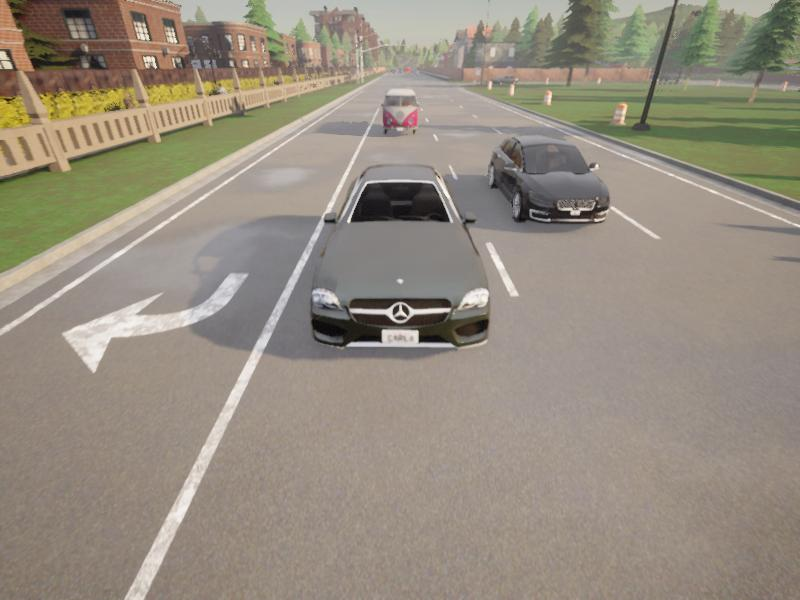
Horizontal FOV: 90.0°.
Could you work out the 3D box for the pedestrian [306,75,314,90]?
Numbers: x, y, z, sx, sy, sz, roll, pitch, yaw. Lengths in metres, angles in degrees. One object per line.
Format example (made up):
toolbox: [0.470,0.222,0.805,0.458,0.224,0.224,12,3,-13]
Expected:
pedestrian: [-12.142,-29.458,54.185,0.751,1.860,0.751,0,30,0]

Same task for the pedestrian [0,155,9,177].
pedestrian: [-12.334,-4.468,11.447,0.751,1.860,0.751,1,30,1]

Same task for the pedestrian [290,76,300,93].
pedestrian: [-12.817,-26.342,48.859,0.751,1.860,0.751,0,30,0]

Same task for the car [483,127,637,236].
car: [3.504,-3.183,9.969,1.837,1.490,4.892,0,30,0]

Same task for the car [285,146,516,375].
car: [0.002,-1.123,6.317,2.152,1.651,5.027,0,30,0]

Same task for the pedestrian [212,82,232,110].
pedestrian: [-13.190,-15.147,29.706,0.751,1.860,0.751,0,30,-1]

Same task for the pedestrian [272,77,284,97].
pedestrian: [-13.064,-22.837,42.866,0.751,1.860,0.751,0,30,0]

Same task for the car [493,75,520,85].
car: [20.261,-41.939,76.279,4.514,1.525,2.007,-7,31,-12]

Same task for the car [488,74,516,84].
car: [20.255,-43.810,79.397,4.611,1.667,2.242,-6,31,-11]

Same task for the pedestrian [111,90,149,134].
pedestrian: [-12.980,-9.064,19.305,0.751,1.860,0.751,0,30,0]

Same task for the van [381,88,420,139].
van: [0.013,-9.794,20.782,1.775,1.987,4.442,0,30,0]
